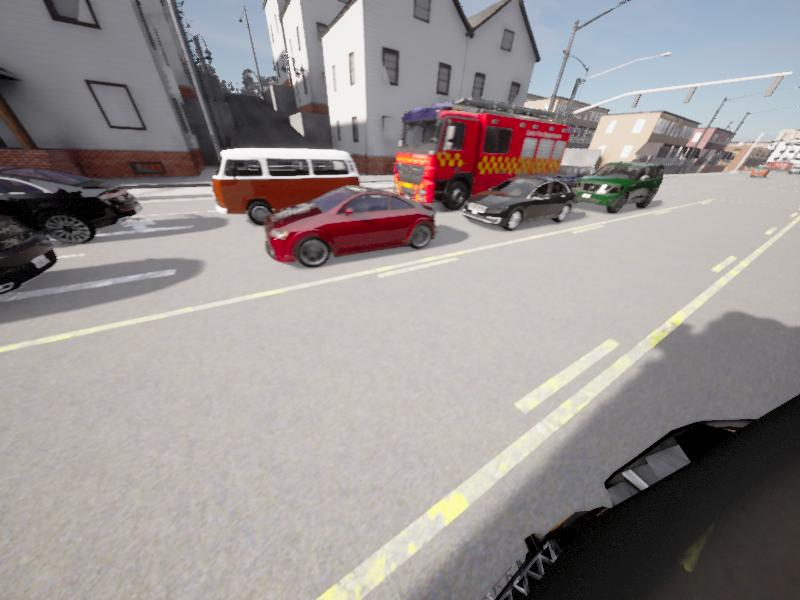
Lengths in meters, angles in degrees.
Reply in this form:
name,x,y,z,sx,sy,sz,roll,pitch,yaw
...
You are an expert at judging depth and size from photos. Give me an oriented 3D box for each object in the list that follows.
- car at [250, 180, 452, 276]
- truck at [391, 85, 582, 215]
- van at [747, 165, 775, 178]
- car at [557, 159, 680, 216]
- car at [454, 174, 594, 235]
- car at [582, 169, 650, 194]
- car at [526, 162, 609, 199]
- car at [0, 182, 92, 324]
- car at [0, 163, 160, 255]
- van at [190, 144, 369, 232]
name,x,y,z,sx,sy,sz,roll,pitch,yaw
car,-1.103,-2.025,5.725,4.181,1.385,1.994,-15,37,-24
truck,4.026,-6.743,11.005,8.468,3.827,2.891,-16,38,-26
van,69.431,-24.680,44.449,4.442,1.987,1.775,-16,38,-26
car,10.992,-5.774,11.641,5.566,2.045,2.150,-16,38,-26
car,4.607,-3.721,8.583,4.892,1.490,1.837,-16,38,-26
car,17.183,-9.517,18.344,5.357,1.411,2.033,-18,38,-28
car,10.863,-7.859,15.020,4.553,1.767,2.097,-16,38,-26
car,-7.668,-0.213,2.405,4.892,1.490,1.837,-16,38,-26
car,-9.130,-2.024,5.031,4.902,1.511,2.128,-16,38,-26
van,-3.555,-3.838,7.691,4.480,2.038,2.069,-16,38,-26
